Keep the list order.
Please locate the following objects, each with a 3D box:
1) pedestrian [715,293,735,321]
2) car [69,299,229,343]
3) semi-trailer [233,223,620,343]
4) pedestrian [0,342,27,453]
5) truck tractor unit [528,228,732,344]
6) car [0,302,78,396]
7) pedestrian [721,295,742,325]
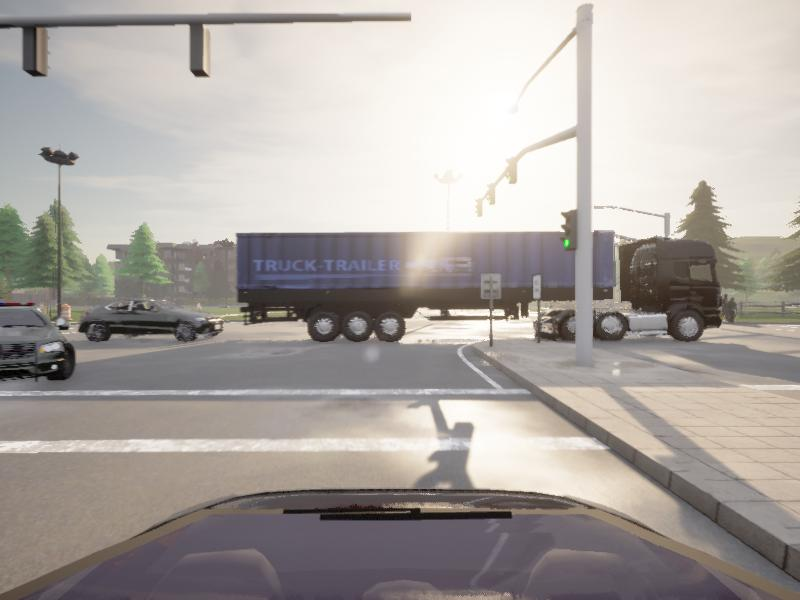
[{"bbox_3d":[22.108,0.482,27.203,0.751,1.860,0.751,0,0,1],"label":"pedestrian"},{"bbox_3d":[-9.809,0.779,15.978,5.027,1.651,2.152,0,0,-1],"label":"car"},{"bbox_3d":[0.990,-0.621,16.097,14.254,4.402,2.717,0,0,0],"label":"semi-trailer"},{"bbox_3d":[-4.351,1.017,4.144,0.500,1.100,0.500,0,0,-1],"label":"pedestrian"},{"bbox_3d":[8.906,-0.527,16.159,6.516,4.208,3.053,0,0,0],"label":"truck tractor unit"},{"bbox_3d":[-8.395,0.825,8.500,2.038,1.542,4.974,0,0,-43],"label":"car"},{"bbox_3d":[21.365,0.634,25.805,0.751,1.860,0.751,0,0,5],"label":"pedestrian"}]
